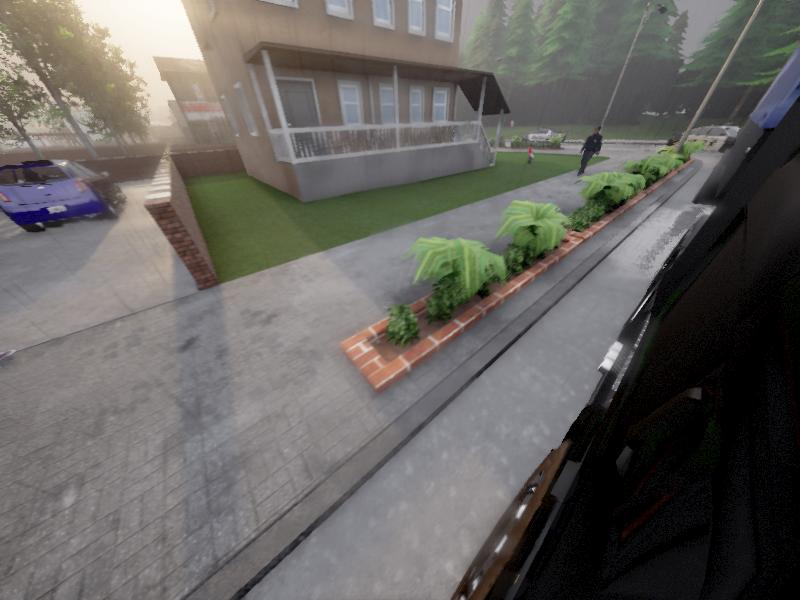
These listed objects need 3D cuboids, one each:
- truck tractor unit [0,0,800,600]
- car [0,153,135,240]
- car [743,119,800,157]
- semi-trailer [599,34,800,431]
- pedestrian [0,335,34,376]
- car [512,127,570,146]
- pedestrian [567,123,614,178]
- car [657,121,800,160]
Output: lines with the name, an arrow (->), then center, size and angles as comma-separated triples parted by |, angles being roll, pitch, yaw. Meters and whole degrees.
truck tractor unit -> 2.645, -0.295, 0.351 | 6.516, 4.208, 3.053 | -28, 44, -30
car -> -9.732, -3.250, 6.773 | 1.845, 1.501, 3.633 | -28, 43, -29
car -> 23.736, -9.254, 13.124 | 2.152, 1.651, 5.027 | 9, 38, 15
semi-trailer -> 8.653, -3.639, 4.268 | 14.254, 4.402, 2.717 | -29, 44, -30
pedestrian -> -4.758, 0.381, 2.323 | 0.500, 1.100, 0.500 | 5, 37, 10
car -> 15.765, -18.517, 26.104 | 2.038, 1.542, 4.974 | -27, 43, -29
pedestrian -> 7.985, -6.269, 9.748 | 0.751, 1.860, 0.751 | -28, 43, -29
car -> 19.764, -9.850, 14.165 | 1.930, 1.638, 5.238 | -4, 37, -3
